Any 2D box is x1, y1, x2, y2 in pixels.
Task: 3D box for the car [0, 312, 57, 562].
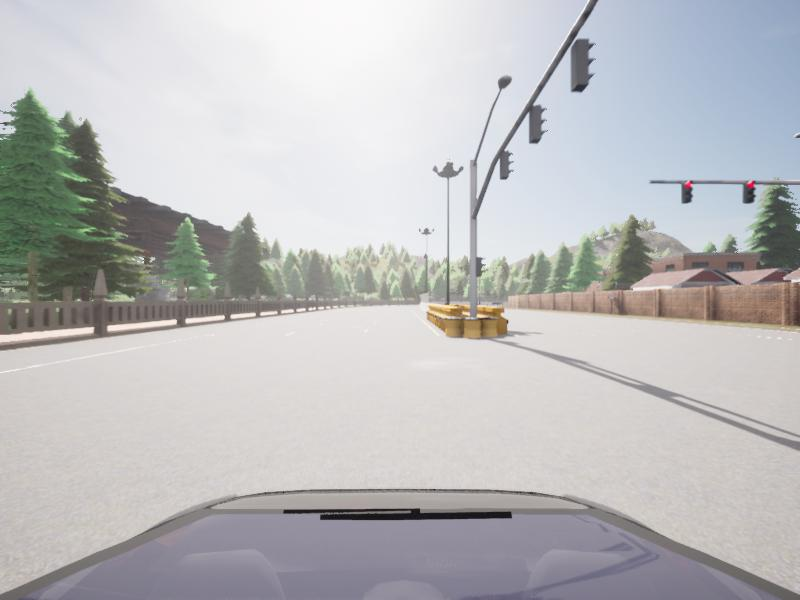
[{"bbox_3d":[-3.499,0.837,0.384,2.128,1.511,4.902,0,0,0],"label":"car"}]
